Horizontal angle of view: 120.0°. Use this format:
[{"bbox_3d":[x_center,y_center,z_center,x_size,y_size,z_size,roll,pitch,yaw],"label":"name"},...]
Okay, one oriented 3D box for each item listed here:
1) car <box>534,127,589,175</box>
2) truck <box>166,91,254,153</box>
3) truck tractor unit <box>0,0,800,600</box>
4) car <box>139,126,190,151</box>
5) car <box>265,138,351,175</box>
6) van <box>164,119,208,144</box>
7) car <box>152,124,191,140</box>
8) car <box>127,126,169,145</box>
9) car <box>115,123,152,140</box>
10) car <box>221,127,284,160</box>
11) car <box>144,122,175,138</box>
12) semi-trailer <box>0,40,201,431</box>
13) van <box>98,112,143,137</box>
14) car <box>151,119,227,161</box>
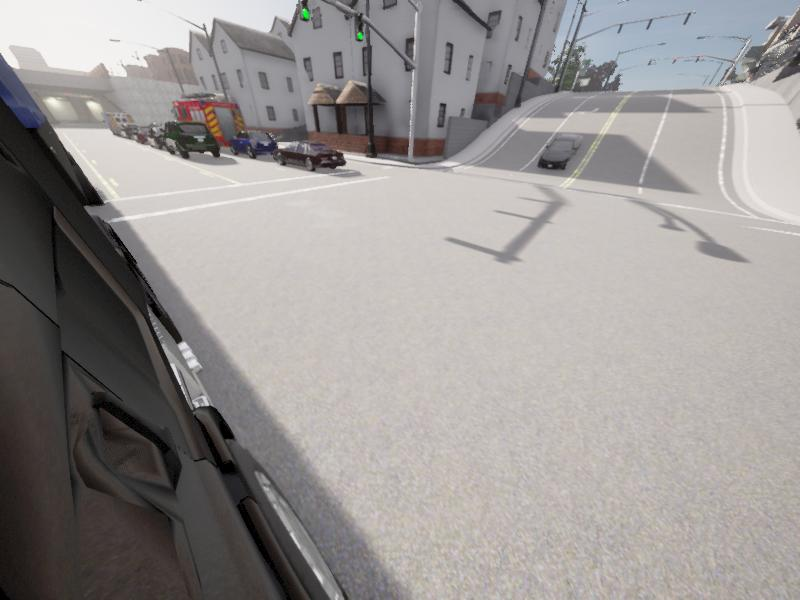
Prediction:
[{"bbox_3d":[12.221,-11.359,17.420,1.882,1.535,5.008,27,58,29],"label":"car"},{"bbox_3d":[-17.324,-16.087,21.054,8.468,3.827,2.891,28,43,30],"label":"truck"},{"bbox_3d":[-2.645,-0.295,0.351,6.516,4.208,3.053,28,44,30],"label":"truck tractor unit"},{"bbox_3d":[-20.614,-14.151,20.187,4.892,1.490,1.837,28,43,30],"label":"car"},{"bbox_3d":[-5.665,-8.914,14.177,5.357,1.411,2.033,26,42,28],"label":"car"},{"bbox_3d":[-24.040,-18.914,25.932,4.480,2.038,2.069,28,43,30],"label":"van"},{"bbox_3d":[-28.977,-21.314,29.295,4.902,1.511,2.128,28,43,30],"label":"car"},{"bbox_3d":[-25.687,-16.777,23.508,4.181,1.385,1.994,29,44,31],"label":"car"},{"bbox_3d":[-31.471,-19.915,27.262,4.892,1.490,1.837,28,43,30],"label":"car"},{"bbox_3d":[-11.285,-12.043,17.694,4.553,1.767,2.097,28,43,30],"label":"car"},{"bbox_3d":[-33.711,-23.875,32.364,3.988,1.617,1.851,28,43,30],"label":"car"},{"bbox_3d":[-8.698,-3.589,4.249,14.254,4.402,2.717,28,43,30],"label":"semi-trailer"},{"bbox_3d":[-37.347,-23.423,30.831,6.366,2.431,2.351,28,43,30],"label":"van"},{"bbox_3d":[-14.964,-11.379,16.349,5.566,2.045,2.150,28,43,30],"label":"car"}]
